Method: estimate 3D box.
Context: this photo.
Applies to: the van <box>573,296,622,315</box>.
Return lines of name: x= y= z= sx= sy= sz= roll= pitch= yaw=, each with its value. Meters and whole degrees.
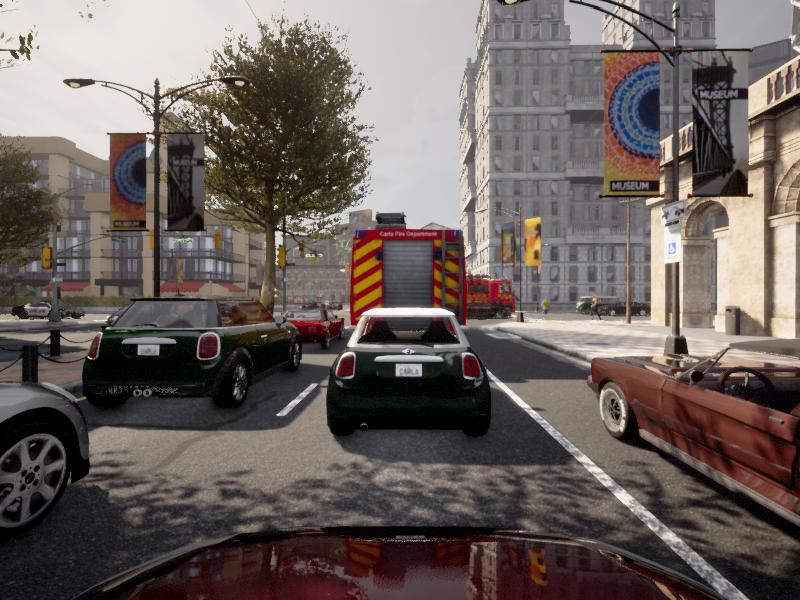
van: x=21.300 y=0.599 z=43.240 sx=4.442 sy=1.987 sz=1.775 roll=0 pitch=0 yaw=1

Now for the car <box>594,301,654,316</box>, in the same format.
car: x=22.181 y=0.844 z=39.726 sx=4.892 sy=1.490 sz=1.837 roll=0 pitch=0 yaw=1

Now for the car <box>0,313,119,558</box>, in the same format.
car: x=-3.473 y=0.853 z=1.600 sx=1.970 sy=1.475 sz=3.806 roll=0 pitch=0 yaw=1

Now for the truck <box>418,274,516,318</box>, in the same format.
truck: x=5.961 y=-0.321 z=36.453 sx=8.468 sy=3.827 sz=2.891 roll=0 pitch=0 yaw=1

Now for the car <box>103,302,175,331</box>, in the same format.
car: x=-14.820 y=0.870 z=23.047 sx=1.812 sy=1.442 sz=4.674 roll=1 pitch=0 yaw=-11

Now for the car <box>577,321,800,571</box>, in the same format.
car: x=3.308 y=0.938 z=3.058 sx=1.895 sy=1.301 sz=4.718 roll=0 pitch=0 yaw=1

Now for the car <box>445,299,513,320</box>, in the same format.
car: x=6.444 y=0.771 z=32.951 sx=5.238 sy=1.638 sz=1.930 roll=0 pitch=0 yaw=1

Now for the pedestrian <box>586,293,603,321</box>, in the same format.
pedestrian: x=13.240 y=0.485 z=27.254 sx=0.751 sy=1.860 sz=0.751 roll=0 pitch=0 yaw=0

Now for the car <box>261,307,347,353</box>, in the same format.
car: x=-3.218 y=0.944 z=14.445 sx=1.895 sy=1.301 sz=4.718 roll=0 pitch=0 yaw=1

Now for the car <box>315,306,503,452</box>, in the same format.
car: x=0.119 y=0.853 z=6.110 sx=1.970 sy=1.475 sz=3.806 roll=0 pitch=0 yaw=1

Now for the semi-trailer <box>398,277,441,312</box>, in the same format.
semi-trailer: x=2.402 y=-0.618 z=57.545 sx=2.717 sy=4.402 sz=14.254 roll=0 pitch=0 yaw=-12

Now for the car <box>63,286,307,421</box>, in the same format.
car: x=-3.355 y=0.694 z=7.527 sx=2.097 sy=1.767 sz=4.553 roll=0 pitch=0 yaw=1

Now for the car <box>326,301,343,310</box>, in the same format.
car: x=-10.261 y=0.853 z=63.188 sx=1.970 sy=1.475 sz=3.806 roll=0 pitch=0 yaw=1

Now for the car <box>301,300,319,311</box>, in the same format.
car: x=-13.798 y=0.815 z=61.323 sx=1.789 sy=1.549 sz=3.705 roll=0 pitch=0 yaw=1

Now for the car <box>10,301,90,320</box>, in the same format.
car: x=-29.133 y=0.826 z=33.405 sx=4.974 sy=1.542 sz=2.038 roll=0 pitch=0 yaw=1

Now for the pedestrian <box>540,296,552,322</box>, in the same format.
pedestrian: x=10.677 y=0.637 z=29.288 sx=0.751 sy=1.860 sz=0.751 roll=0 pitch=0 yaw=12

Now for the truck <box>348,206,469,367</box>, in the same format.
truck: x=0.274 y=-0.321 z=13.781 sx=2.891 sy=3.827 sz=8.468 roll=0 pitch=0 yaw=1
